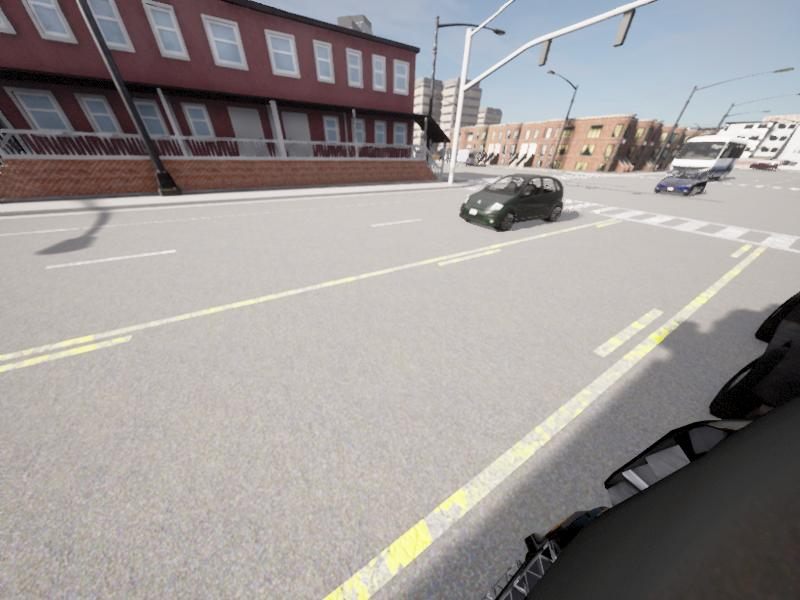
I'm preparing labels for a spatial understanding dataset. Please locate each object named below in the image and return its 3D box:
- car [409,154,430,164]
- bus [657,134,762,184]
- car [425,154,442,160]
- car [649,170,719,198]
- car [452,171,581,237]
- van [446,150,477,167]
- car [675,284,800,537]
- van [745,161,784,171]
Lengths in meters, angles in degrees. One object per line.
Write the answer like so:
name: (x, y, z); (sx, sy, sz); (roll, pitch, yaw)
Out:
car: (4.076, -30.444, 49.778); (1.930, 1.638, 5.238); (-16, 37, -26)
bus: (35.318, -16.059, 26.408); (10.273, 4.253, 3.944); (-17, 37, -25)
car: (10.649, -44.908, 72.507); (5.008, 1.535, 1.882); (-17, 37, -26)
car: (19.959, -8.239, 16.247); (4.193, 1.474, 1.816); (-16, 37, -26)
car: (4.147, -3.621, 8.339); (3.988, 1.617, 1.851); (-16, 37, -26)
van: (11.663, -27.364, 44.498); (1.988, 2.561, 5.915); (-16, 37, -25)
car: (4.627, 0.513, 1.703); (3.866, 1.878, 1.905); (-16, 37, -26)
van: (89.664, -33.029, 56.909); (2.069, 2.038, 4.480); (3, 33, 3)
